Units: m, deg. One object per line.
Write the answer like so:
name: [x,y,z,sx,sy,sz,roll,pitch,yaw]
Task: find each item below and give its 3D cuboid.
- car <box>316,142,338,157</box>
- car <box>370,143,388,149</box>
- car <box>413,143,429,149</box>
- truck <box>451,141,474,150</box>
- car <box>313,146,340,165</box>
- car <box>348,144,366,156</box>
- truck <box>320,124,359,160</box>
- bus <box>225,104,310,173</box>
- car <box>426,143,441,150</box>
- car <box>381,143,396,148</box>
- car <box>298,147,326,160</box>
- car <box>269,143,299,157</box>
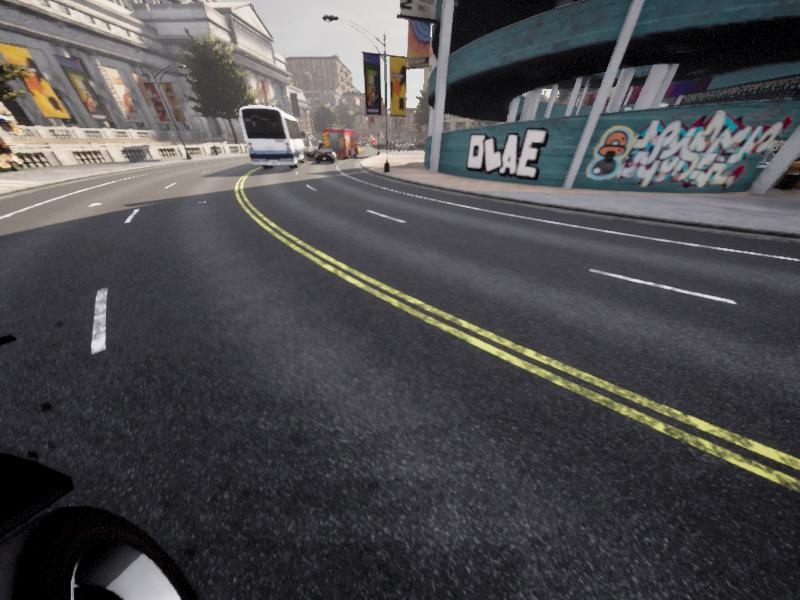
car: [-11.495,-23.803,36.488,1.905,1.878,3.866,3,35,3]
car: [-6.105,-44.620,66.957,4.902,1.511,2.128,-20,39,-26]
car: [6.490,-48.086,72.199,4.892,1.490,1.837,5,35,6]
truck: [19.159,-47.560,71.125,6.274,2.098,2.390,3,35,3]
car: [-8.325,-16.688,26.593,2.038,1.542,4.974,-3,35,-5]
car: [-7.618,-26.898,41.296,1.801,1.575,5.366,3,35,3]
truck: [-8.236,-22.561,33.056,2.891,3.827,8.468,2,35,2]
bus: [-11.454,-15.091,21.848,3.944,4.253,10.273,-7,36,-11]
car: [9.975,-45.807,68.869,3.988,1.617,1.851,3,35,3]
car: [-3.722,-50.763,75.852,4.514,1.525,2.007,25,42,31]
car: [-11.842,-19.969,31.472,1.895,1.301,4.718,1,35,1]
car: [-18.495,-24.163,37.078,2.242,1.667,4.611,3,35,3]
